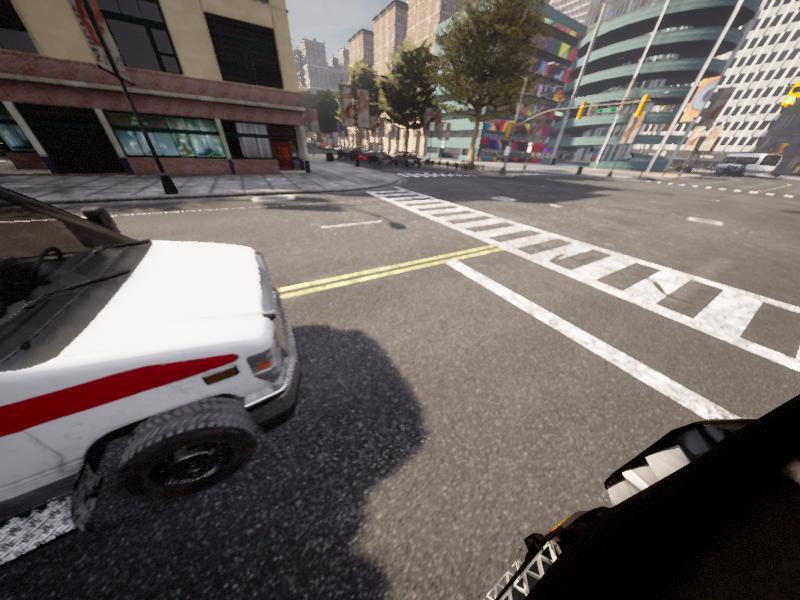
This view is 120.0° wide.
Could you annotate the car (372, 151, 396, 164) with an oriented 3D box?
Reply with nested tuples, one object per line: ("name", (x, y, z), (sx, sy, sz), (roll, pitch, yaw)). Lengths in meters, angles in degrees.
("car", (-2.602, -22.541, 36.513), (1.994, 1.385, 4.181), (-16, 38, -26))

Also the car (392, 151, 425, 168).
("car", (1.045, -19.074, 31.301), (2.242, 1.667, 4.611), (-16, 38, -26))

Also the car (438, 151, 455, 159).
("car", (13.085, -41.062, 65.422), (2.161, 1.482, 4.786), (-16, 38, -26))

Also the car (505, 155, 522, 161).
("car", (38.826, -48.712, 79.025), (2.007, 1.523, 4.514), (-16, 38, -26))

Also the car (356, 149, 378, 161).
("car", (-5.944, -25.909, 41.196), (2.128, 1.511, 4.902), (-16, 38, -26))

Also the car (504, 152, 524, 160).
("car", (38.873, -49.009, 78.768), (2.435, 2.045, 5.566), (-16, 38, -26))

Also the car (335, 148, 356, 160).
("car", (-9.573, -25.607, 40.466), (1.837, 1.490, 4.892), (-16, 38, -27))

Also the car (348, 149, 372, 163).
("car", (-6.263, -22.381, 35.836), (2.007, 1.525, 4.514), (-16, 38, -26))

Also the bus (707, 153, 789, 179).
("bus", (75.811, -29.749, 51.017), (3.944, 4.253, 10.273), (12, 34, 13))

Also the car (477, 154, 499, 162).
("car", (22.471, -36.362, 59.010), (2.128, 1.511, 4.902), (-16, 38, -26))

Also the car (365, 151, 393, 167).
("car", (-2.888, -19.058, 31.169), (1.812, 1.442, 4.674), (-16, 38, -26))

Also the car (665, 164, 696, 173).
("car", (77.632, -36.522, 64.022), (2.152, 1.651, 5.027), (-1, 34, -5))

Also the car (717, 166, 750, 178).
("car", (71.220, -27.511, 49.440), (1.905, 1.878, 3.866), (16, 36, 19))

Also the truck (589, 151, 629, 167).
("truck", (66.869, -45.396, 74.288), (2.891, 3.827, 8.468), (-14, 37, -23))

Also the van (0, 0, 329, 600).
("van", (-3.871, 0.523, 0.670), (6.366, 2.431, 2.351), (-16, 38, -26))

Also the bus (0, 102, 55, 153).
("bus", (-42.963, -17.954, 23.765), (3.944, 4.253, 10.273), (-16, 38, -26))
